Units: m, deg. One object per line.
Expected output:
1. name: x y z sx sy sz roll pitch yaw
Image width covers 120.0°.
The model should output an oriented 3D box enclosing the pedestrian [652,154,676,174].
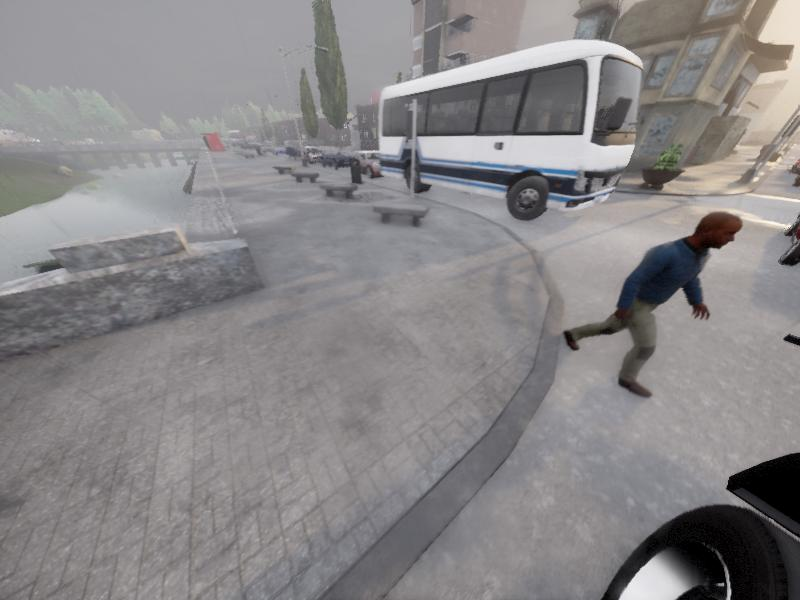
1. pedestrian: 17.774 -9.147 15.570 0.500 1.100 0.500 11 37 16

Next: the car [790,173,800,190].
1. car: 22.025 -6.399 11.606 4.181 1.385 1.994 -22 41 -28

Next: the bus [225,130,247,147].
1. bus: -54.701 -53.838 76.971 3.944 4.253 10.273 -22 41 -28

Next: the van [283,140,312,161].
1. van: -12.594 -18.299 28.218 1.775 1.987 4.442 -22 41 -28

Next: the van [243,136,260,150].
1. van: -34.777 -36.707 53.981 1.988 2.561 5.915 -22 41 -28

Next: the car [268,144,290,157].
1. car: -18.394 -22.842 35.153 1.816 1.474 4.193 -22 41 -28

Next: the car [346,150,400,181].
1. car: -1.926 -9.343 15.883 1.970 1.475 3.806 -22 41 -28

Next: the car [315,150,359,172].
1. car: -5.571 -12.263 20.209 1.895 1.301 4.718 -22 41 -28

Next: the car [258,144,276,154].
1. car: -24.324 -27.626 42.139 1.895 1.301 4.718 -22 41 -28

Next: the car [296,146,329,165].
1. car: -9.273 -15.366 24.481 1.970 1.475 3.806 -22 41 -28

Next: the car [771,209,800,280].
1. car: 9.892 -1.418 4.709 4.718 1.301 1.895 -22 41 -28

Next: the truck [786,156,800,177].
1. truck: 28.923 -9.662 15.214 5.204 2.467 2.627 -22 41 -28

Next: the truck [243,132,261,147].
1. truck: -48.315 -52.336 75.160 2.891 3.827 8.468 -22 41 -28

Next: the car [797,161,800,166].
1. car: 36.930 -12.689 19.945 3.866 1.878 1.905 -22 41 -28

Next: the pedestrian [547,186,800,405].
1. pedestrian: 2.324 0.027 2.192 0.751 1.860 0.751 -12 37 -16

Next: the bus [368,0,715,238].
1. bus: 3.167 -6.490 9.390 3.944 4.253 10.273 -23 41 -29

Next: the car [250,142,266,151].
1. car: -29.818 -32.187 48.519 1.812 1.442 4.674 -22 41 -28
